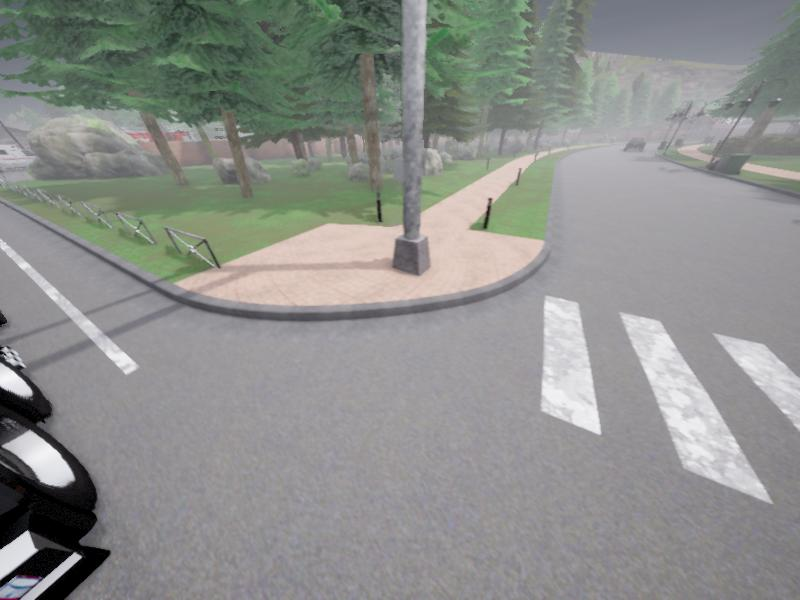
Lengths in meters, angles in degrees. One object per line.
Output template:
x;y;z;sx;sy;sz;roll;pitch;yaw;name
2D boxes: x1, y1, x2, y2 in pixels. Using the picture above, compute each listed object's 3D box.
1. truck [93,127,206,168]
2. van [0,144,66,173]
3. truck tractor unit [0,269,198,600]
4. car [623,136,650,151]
-30.994;-19.495;29.321;2.891;3.827;8.468;17;39;23;truck
-42.244;-15.278;24.900;2.351;2.431;6.366;17;39;23;van
-5.133;-0.276;0.767;6.516;4.208;3.053;18;39;24;truck tractor unit
36.665;-24.247;35.782;2.097;1.767;4.553;28;45;35;car
